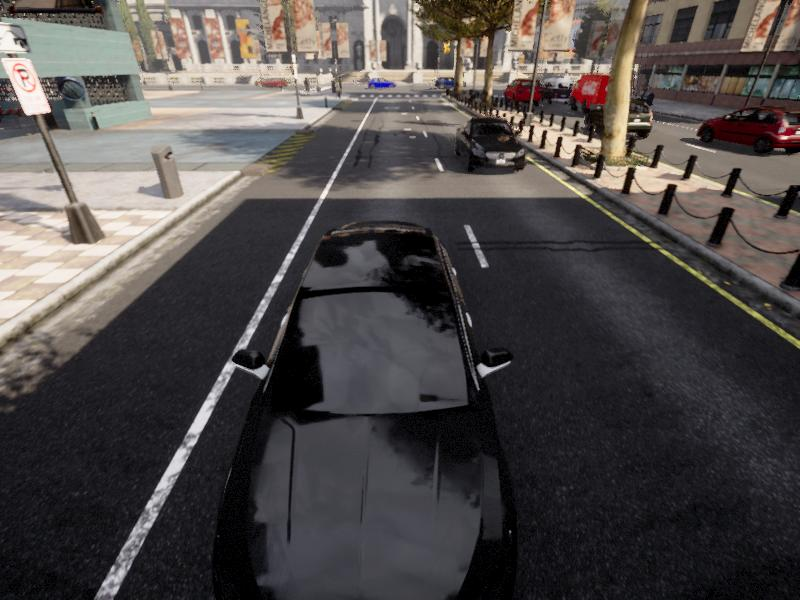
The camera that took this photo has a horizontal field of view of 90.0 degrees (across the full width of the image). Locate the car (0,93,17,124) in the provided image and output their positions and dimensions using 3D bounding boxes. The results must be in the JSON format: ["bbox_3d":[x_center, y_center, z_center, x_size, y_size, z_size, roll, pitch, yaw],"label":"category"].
[{"bbox_3d":[-23.932,-10.076,21.430,2.128,1.511,4.902,0,30,-1],"label":"car"}]

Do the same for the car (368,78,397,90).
[{"bbox_3d":[-2.585,-31.842,58.894,4.193,1.474,1.816,0,30,0],"label":"car"}]

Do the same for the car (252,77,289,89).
[{"bbox_3d":[-19.918,-33.541,61.778,4.792,1.488,2.163,0,30,0],"label":"car"}]

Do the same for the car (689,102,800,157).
[{"bbox_3d":[14.819,-7.251,16.803,1.851,1.617,3.988,-5,31,-9],"label":"car"}]

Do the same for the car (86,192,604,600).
[{"bbox_3d":[-0.221,0.352,3.910,1.837,1.490,4.892,0,30,-1],"label":"car"}]

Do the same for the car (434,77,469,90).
[{"bbox_3d":[7.485,-31.949,58.932,4.856,1.649,2.033,0,30,0],"label":"car"}]

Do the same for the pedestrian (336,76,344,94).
[{"bbox_3d":[-6.857,-24.693,45.958,0.751,1.860,0.751,-1,30,-2],"label":"pedestrian"}]

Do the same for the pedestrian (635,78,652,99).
[{"bbox_3d":[23.906,-20.770,39.305,0.751,1.860,0.751,1,30,2],"label":"pedestrian"}]

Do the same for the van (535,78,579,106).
[{"bbox_3d":[14.292,-19.185,36.755,2.069,2.038,4.480,0,30,-1],"label":"van"}]

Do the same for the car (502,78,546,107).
[{"bbox_3d":[10.797,-18.355,35.317,2.150,2.045,5.566,0,30,1],"label":"car"}]

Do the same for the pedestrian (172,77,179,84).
[{"bbox_3d":[-39.812,-38.915,70.949,0.500,1.100,0.500,4,31,7],"label":"pedestrian"}]

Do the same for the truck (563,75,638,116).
[{"bbox_3d":[14.401,-15.067,29.277,2.627,2.467,5.204,0,30,-1],"label":"truck"}]

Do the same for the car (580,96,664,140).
[{"bbox_3d":[11.042,-9.309,20.313,1.851,1.617,3.988,0,30,-1],"label":"car"}]

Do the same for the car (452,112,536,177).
[{"bbox_3d":[3.082,-5.661,14.233,1.812,1.442,4.674,0,30,-1],"label":"car"}]

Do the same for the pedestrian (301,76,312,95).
[{"bbox_3d":[-10.450,-23.996,44.762,0.751,1.860,0.751,6,31,11],"label":"pedestrian"}]
